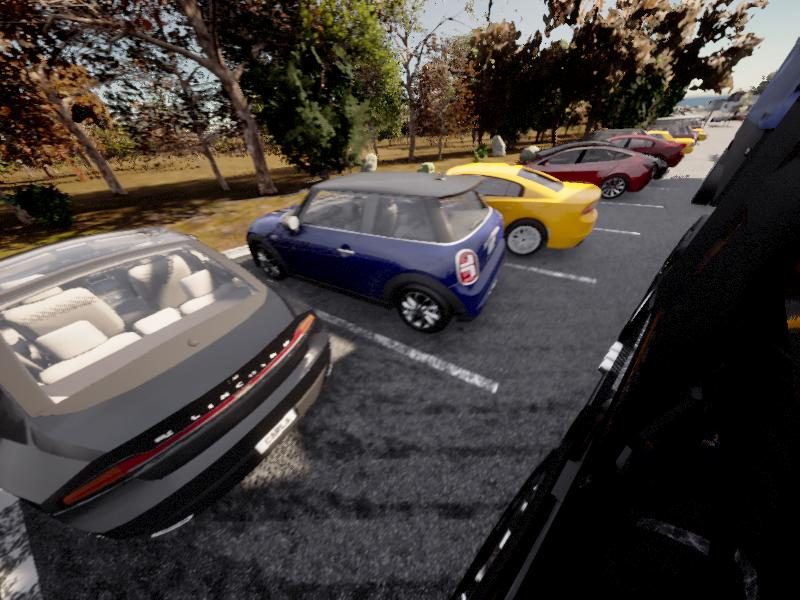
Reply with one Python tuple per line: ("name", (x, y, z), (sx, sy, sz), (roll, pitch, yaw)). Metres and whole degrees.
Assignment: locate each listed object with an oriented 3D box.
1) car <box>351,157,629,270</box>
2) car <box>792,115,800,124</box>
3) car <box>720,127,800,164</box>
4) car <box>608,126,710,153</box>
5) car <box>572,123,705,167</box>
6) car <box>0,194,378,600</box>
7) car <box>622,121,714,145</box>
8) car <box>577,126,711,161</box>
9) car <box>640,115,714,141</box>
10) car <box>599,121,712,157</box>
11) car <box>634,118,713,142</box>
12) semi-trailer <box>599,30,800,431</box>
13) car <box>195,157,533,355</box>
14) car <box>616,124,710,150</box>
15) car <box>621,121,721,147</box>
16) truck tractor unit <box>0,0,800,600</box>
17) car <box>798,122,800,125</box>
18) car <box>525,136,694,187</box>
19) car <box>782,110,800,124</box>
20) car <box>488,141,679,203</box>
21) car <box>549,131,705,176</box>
("car", (1.591, -2.357, 5.463), (5.008, 1.535, 2.097), (17, 41, 26))
("car", (73.872, -32.144, 40.514), (4.442, 1.987, 1.878), (11, 39, 17))
("car", (19.786, -8.617, 12.782), (4.181, 1.385, 1.994), (-30, 44, -32))
("car", (19.329, -12.260, 17.659), (4.674, 1.452, 2.002), (15, 40, 24))
("car", (12.730, -8.625, 12.936), (4.553, 1.767, 2.185), (16, 40, 24))
("car", (-2.960, 0.060, 2.520), (4.892, 1.521, 2.231), (17, 41, 26))
("car", (25.613, -16.183, 22.447), (5.366, 1.575, 1.946), (14, 40, 23))
("car", (14.795, -9.812, 14.603), (5.366, 1.575, 1.946), (15, 40, 24))
("car", (30.117, -18.897, 25.414), (4.442, 1.987, 1.878), (14, 39, 22))
("car", (17.169, -11.119, 15.991), (4.553, 1.767, 2.185), (15, 40, 24))
("car", (27.931, -17.528, 23.890), (4.553, 1.767, 2.185), (14, 40, 23))
("semi-trailer", (8.634, -3.646, 4.292), (14.254, 4.402, 2.717), (-29, 44, -30))
("car", (-0.664, -1.243, 3.905), (4.553, 1.767, 2.185), (17, 41, 26))
("car", (21.491, -13.535, 19.229), (4.674, 1.452, 2.002), (15, 40, 23))
("car", (23.806, -14.814, 20.718), (5.366, 1.575, 1.946), (14, 39, 23))
("truck tractor unit", (2.645, -0.295, 0.352), (6.516, 4.208, 3.053), (-28, 44, -30))
("car", (71.994, -30.622, 38.771), (4.553, 1.767, 2.185), (11, 39, 17))
("car", (8.359, -6.002, 9.960), (4.792, 1.488, 2.163), (16, 40, 25))
("car", (75.898, -33.583, 42.262), (5.566, 2.045, 2.435), (11, 39, 17))
("car", (6.061, -4.783, 8.476), (4.792, 1.488, 2.163), (16, 41, 25))
("car", (10.554, -7.266, 11.463), (5.008, 1.535, 2.097), (16, 40, 25))
